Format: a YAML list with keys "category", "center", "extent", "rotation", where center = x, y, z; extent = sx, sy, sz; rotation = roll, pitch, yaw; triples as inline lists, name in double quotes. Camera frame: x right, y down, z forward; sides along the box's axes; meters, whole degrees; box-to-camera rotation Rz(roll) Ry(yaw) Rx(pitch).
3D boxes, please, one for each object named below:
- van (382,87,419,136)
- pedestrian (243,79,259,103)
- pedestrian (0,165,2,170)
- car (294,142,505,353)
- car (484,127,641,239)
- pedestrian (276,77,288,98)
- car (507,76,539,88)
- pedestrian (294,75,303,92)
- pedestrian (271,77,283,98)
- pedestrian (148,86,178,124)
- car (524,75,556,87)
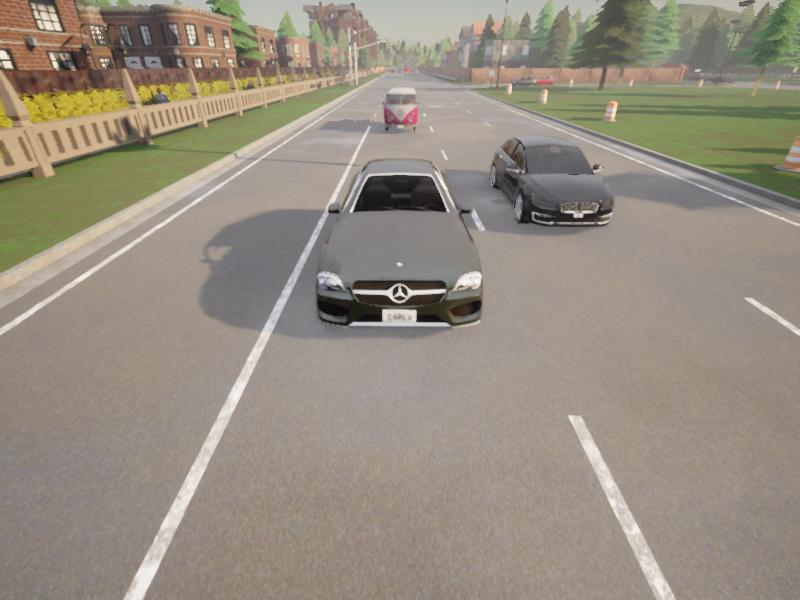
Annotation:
- category: "van"
  center: [0.056, -10.222, 21.478]
  extent: [1.775, 1.987, 4.442]
  rotation: [0, 30, 1]
- category: "pedestrian"
  center: [-13.105, -18.411, 35.251]
  extent: [0.751, 1.860, 0.751]
  rotation: [0, 30, 1]
- category: "pedestrian"
  center: [-13.001, -4.744, 11.901]
  extent: [0.751, 1.860, 0.751]
  rotation: [0, 30, -1]
- category: "car"
  center: [-0.002, -1.336, 6.666]
  extent: [2.152, 1.651, 5.027]
  rotation: [0, 30, 0]
- category: "car"
  center: [3.506, -3.108, 9.817]
  extent: [1.837, 1.490, 4.892]
  rotation: [0, 30, 0]
- category: "pedestrian"
  center: [-12.146, -21.847, 41.116]
  extent: [0.751, 1.860, 0.751]
  rotation: [0, 30, 0]
- category: "car"
  center: [20.235, -36.011, 66.040]
  extent: [4.514, 1.525, 2.007]
  rotation: [-7, 31, -12]
- category: "pedestrian"
  center: [-12.935, -27.687, 51.089]
  extent: [0.751, 1.860, 0.751]
  rotation: [0, 30, 0]
- category: "pedestrian"
  center: [-12.744, -22.066, 41.492]
  extent: [0.751, 1.860, 0.751]
  rotation: [3, 30, 5]
- category: "pedestrian"
  center: [-13.245, -10.899, 22.412]
  extent: [0.751, 1.860, 0.751]
  rotation: [0, 30, -1]
- category: "car"
  center: [24.424, -38.280, 69.832]
  extent: [4.611, 1.667, 2.242]
  rotation: [-5, 31, -9]
